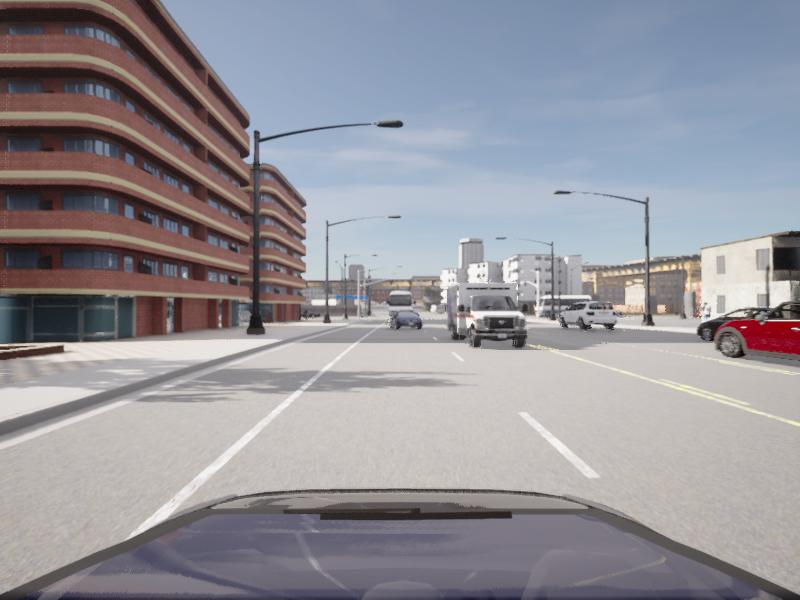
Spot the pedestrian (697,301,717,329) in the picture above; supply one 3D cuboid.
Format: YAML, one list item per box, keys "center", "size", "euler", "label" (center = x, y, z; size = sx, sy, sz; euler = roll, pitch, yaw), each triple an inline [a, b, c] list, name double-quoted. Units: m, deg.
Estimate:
- center: [21.154, 1.023, 27.578]
  size: [0.751, 1.860, 0.751]
  euler: [0, -1, 3]
  label: "pedestrian"

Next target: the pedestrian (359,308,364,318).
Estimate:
- center: [-7.310, 2.438, 75.636]
  size: [0.751, 1.860, 0.751]
  euler: [0, -1, 16]
  label: "pedestrian"

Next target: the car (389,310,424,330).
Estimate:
- center: [0.397, 1.507, 30.685]
  size: [1.812, 1.442, 4.674]
  euler: [0, -2, -9]
  label: "car"

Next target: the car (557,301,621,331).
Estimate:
- center: [13.862, 1.177, 29.780]
  size: [2.150, 2.045, 5.566]
  euler: [0, -2, 1]
  label: "car"

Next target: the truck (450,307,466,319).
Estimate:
- center: [10.561, 2.301, 73.515]
  size: [2.390, 2.098, 6.274]
  euler: [0, -1, 4]
  label: "truck"

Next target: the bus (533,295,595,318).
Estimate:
- center: [31.522, 1.289, 77.327]
  size: [10.273, 4.253, 3.944]
  euler: [0, -1, -1]
  label: "bus"

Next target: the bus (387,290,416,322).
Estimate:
- center: [0.349, 0.924, 58.386]
  size: [3.944, 4.253, 10.273]
  euler: [0, -2, 2]
  label: "bus"

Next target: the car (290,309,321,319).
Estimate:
- center: [-17.174, 2.535, 72.871]
  size: [5.238, 1.638, 1.930]
  euler: [0, -1, -2]
  label: "car"

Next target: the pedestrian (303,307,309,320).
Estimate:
- center: [-13.296, 1.916, 56.766]
  size: [0.751, 1.860, 0.751]
  euler: [0, -1, -8]
  label: "pedestrian"

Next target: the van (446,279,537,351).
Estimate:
- center: [3.452, 0.591, 16.729]
  size: [2.351, 2.431, 6.366]
  euler: [0, -1, 0]
  label: "van"

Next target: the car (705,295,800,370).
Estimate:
- center: [10.471, 0.768, 10.075]
  size: [2.097, 1.767, 4.553]
  euler: [0, -1, 0]
  label: "car"

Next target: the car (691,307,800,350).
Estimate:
- center: [13.955, 1.043, 15.809]
  size: [1.816, 1.474, 4.193]
  euler: [0, -1, 0]
  label: "car"
